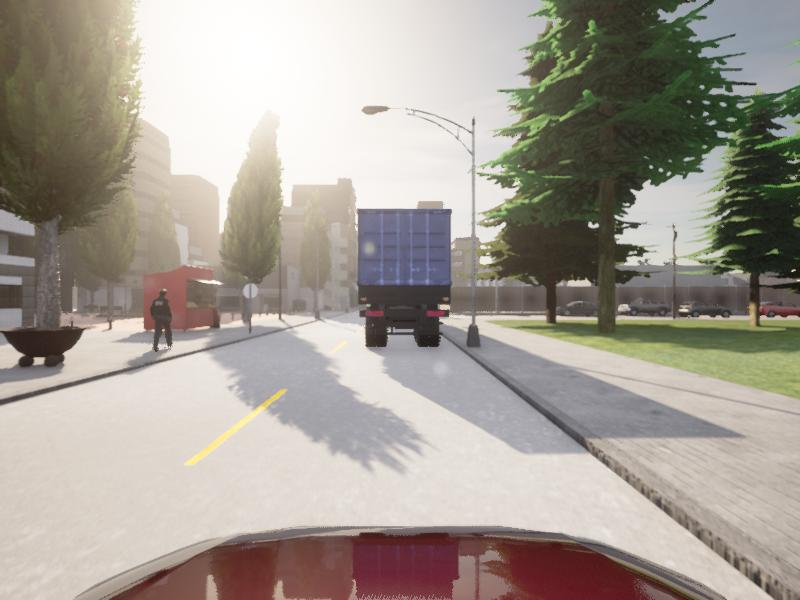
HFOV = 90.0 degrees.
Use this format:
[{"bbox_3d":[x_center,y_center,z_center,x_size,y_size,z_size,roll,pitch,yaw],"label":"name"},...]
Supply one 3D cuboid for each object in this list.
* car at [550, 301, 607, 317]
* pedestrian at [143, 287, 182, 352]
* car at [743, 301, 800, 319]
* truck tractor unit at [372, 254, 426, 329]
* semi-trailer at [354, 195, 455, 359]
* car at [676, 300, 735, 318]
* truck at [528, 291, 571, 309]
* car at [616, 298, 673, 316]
[{"bbox_3d":[17.986,0.889,40.435,4.892,1.490,1.837,0,0,-1],"label":"car"},{"bbox_3d":[-6.997,0.546,11.814,0.751,1.860,0.751,0,0,-6],"label":"pedestrian"},{"bbox_3d":[34.227,0.868,36.286,4.514,1.525,2.007,0,0,-2],"label":"car"},{"bbox_3d":[-0.068,-0.490,25.779,3.053,4.208,6.516,0,0,0],"label":"truck tractor unit"},{"bbox_3d":[0.025,-0.598,17.865,2.717,4.402,14.254,0,0,-1],"label":"semi-trailer"},{"bbox_3d":[27.723,0.828,36.402,3.988,1.617,1.851,0,0,0],"label":"car"},{"bbox_3d":[33.447,-0.008,89.734,8.468,3.827,2.891,0,0,0],"label":"truck"},{"bbox_3d":[24.591,0.697,40.390,4.605,1.855,1.932,0,0,0],"label":"car"}]
